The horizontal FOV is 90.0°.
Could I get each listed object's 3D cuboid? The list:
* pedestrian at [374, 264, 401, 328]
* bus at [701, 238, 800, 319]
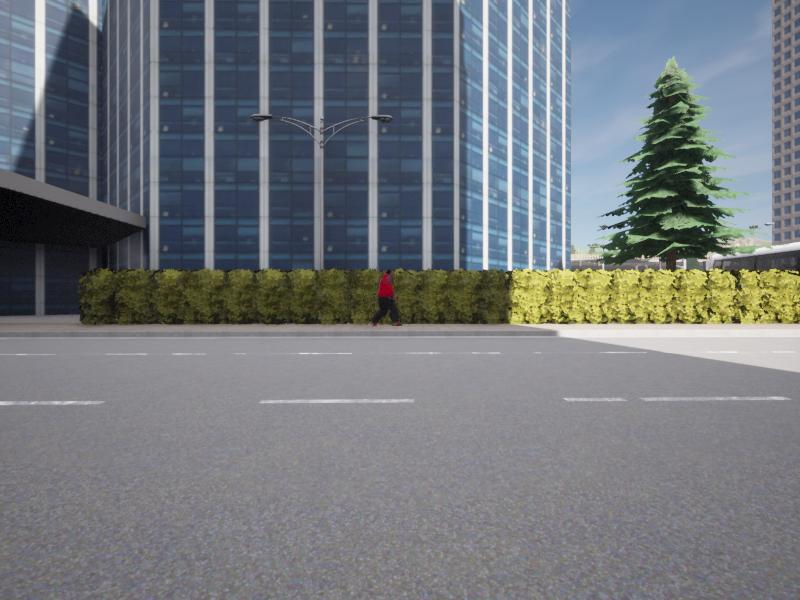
[{"bbox_3d":[-0.369,-0.115,12.072,0.751,1.860,0.751,0,0,2],"label":"pedestrian"},{"bbox_3d":[23.015,-1.134,22.731,3.944,4.253,10.273,0,0,-1],"label":"bus"}]
